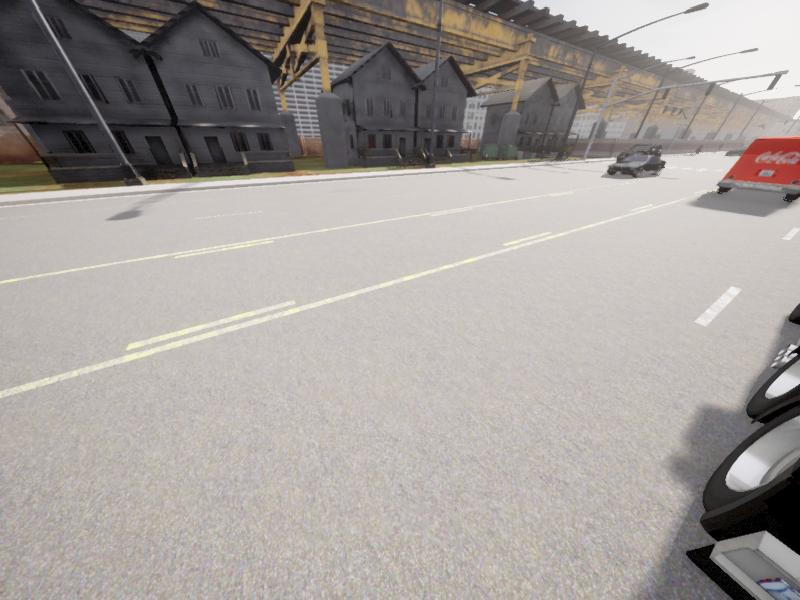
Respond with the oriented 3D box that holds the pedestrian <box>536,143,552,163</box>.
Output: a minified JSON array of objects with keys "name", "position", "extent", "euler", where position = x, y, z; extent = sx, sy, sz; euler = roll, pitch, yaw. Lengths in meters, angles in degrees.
[{"name":"pedestrian","position":[15.971,-16.340,25.651],"extent":[0.751,1.860,0.751],"euler":[-15,38,-21]}]

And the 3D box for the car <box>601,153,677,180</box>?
[{"name":"car","position":[18.371,-10.346,17.777],"extent":[5.357,1.411,2.033],"euler":[-17,38,-23]}]

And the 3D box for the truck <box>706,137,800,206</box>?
[{"name":"truck","position":[18.779,-6.528,11.367],"extent":[5.204,2.467,2.627],"euler":[-18,39,-23]}]

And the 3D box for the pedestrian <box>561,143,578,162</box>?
[{"name":"pedestrian","position":[19.757,-17.250,26.986],"extent":[0.751,1.860,0.751],"euler":[-16,38,-22]}]

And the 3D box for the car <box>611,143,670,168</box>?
[{"name":"car","position":[25.476,-15.375,24.485],"extent":[5.566,2.045,2.150],"euler":[-18,39,-25]}]

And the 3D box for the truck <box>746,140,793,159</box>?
[{"name":"truck","position":[59.314,-24.235,37.106],"extent":[5.204,2.467,2.627],"euler":[-18,38,-25]}]

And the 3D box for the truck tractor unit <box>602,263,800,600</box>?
[{"name":"truck tractor unit","position":[5.108,-0.304,0.784],"extent":[6.516,4.208,3.053],"euler":[-18,39,-24]}]
